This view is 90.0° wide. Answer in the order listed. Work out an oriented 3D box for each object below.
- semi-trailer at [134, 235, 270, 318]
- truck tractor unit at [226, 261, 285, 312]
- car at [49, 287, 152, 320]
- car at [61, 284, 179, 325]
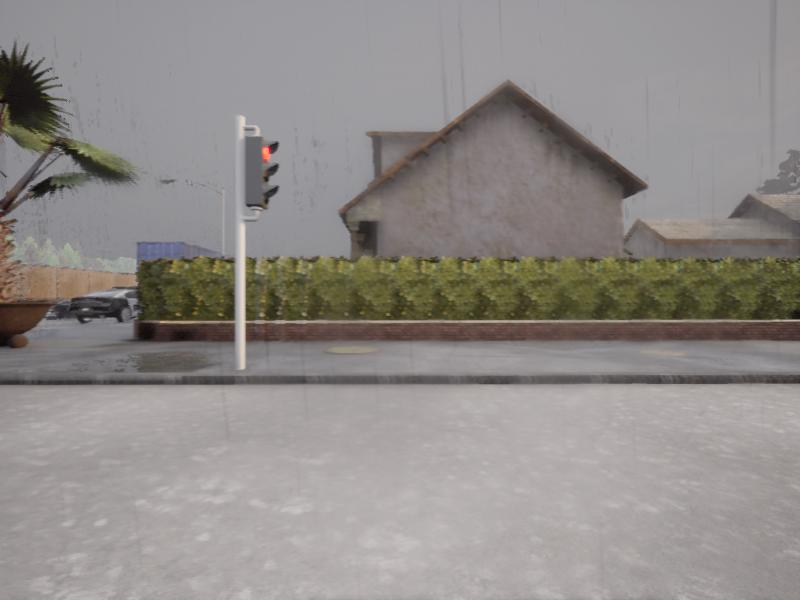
[{"bbox_3d":[-12.814,-1.213,28.383,2.717,4.402,14.254,0,0,0],"label":"semi-trailer"},{"bbox_3d":[-12.876,-1.108,36.296,3.053,4.208,6.516,0,0,0],"label":"truck tractor unit"},{"bbox_3d":[-16.775,0.187,22.849,2.152,1.651,5.027,0,0,0],"label":"car"},{"bbox_3d":[-12.749,0.190,18.779,1.930,1.638,5.238,0,0,0],"label":"car"}]
